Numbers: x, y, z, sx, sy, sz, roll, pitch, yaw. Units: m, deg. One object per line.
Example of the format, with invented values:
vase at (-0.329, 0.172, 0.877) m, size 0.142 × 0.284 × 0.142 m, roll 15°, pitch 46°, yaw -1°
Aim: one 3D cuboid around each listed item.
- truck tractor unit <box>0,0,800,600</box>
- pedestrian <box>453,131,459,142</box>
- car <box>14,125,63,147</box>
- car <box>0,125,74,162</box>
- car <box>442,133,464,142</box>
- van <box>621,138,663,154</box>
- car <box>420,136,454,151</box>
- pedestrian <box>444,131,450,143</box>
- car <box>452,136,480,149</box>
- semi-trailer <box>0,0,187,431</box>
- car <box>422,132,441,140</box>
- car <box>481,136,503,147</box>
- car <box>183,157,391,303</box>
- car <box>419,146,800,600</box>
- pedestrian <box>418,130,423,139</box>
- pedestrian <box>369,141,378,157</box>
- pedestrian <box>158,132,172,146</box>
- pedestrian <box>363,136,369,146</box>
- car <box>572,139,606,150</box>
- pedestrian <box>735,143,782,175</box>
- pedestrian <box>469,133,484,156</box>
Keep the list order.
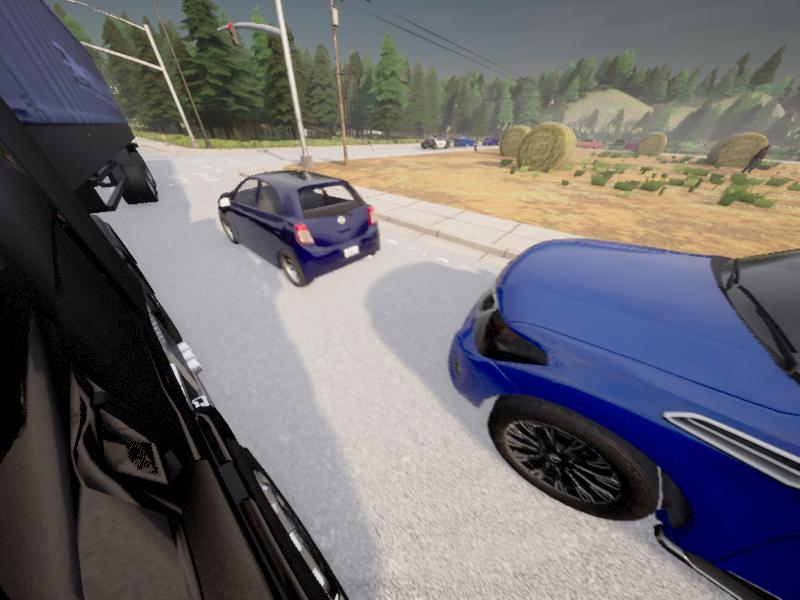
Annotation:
truck tractor unit at (-2.645, -0.295, 0.351) m, size 6.516 × 4.208 × 3.053 m, roll 28°, pitch 44°, yaw 30°
pedestrian at (12.517, -36.372, 51.371) m, size 0.751 × 1.860 × 0.751 m, roll -26°, pitch 45°, yaw -32°
car at (-32.895, -15.005, 21.107) m, size 4.193 × 1.474 × 1.816 m, roll 28°, pitch 44°, yaw 30°
car at (-23.473, -10.151, 14.836) m, size 4.611 × 1.667 × 2.242 m, roll 28°, pitch 44°, yaw 30°
car at (12.920, -39.764, 56.543) m, size 2.007 × 1.525 × 4.514 m, roll -29°, pitch 47°, yaw -35°
van at (40.945, -26.228, 39.179) m, size 4.442 × 1.987 × 1.775 m, roll 31°, pitch 45°, yaw 33°
car at (5.065, -21.492, 31.592) m, size 2.038 × 1.542 × 4.974 m, roll 28°, pitch 44°, yaw 31°
pedestrian at (8.937, -30.916, 43.908) m, size 0.751 × 1.860 × 0.751 m, roll 24°, pitch 42°, yaw 27°
car at (10.563, -25.126, 36.738) m, size 1.882 × 1.535 × 5.008 m, roll 28°, pitch 44°, yaw 31°
semi-trailer at (-8.021, -3.951, 4.850) m, size 2.717 × 4.402 × 14.254 m, roll -26°, pitch 45°, yaw -32°
car at (8.119, -42.621, 60.178) m, size 4.514 × 1.525 × 2.007 m, roll 30°, pitch 45°, yaw 33°
car at (17.150, -29.478, 42.921) m, size 2.007 × 1.525 × 4.514 m, roll 28°, pitch 44°, yaw 31°
car at (-2.157, -1.690, 4.498) m, size 3.633 × 1.501 × 1.845 m, roll 28°, pitch 43°, yaw 30°
car at (3.030, 0.822, 0.920) m, size 5.566 × 2.045 × 2.150 m, roll 28°, pitch 44°, yaw 30°
pedestrian at (5.042, -40.857, 57.080) m, size 0.751 × 1.860 × 0.751 m, roll -27°, pitch 45°, yaw -33°
pedestrian at (-2.291, -13.116, 20.021) m, size 0.500 × 1.100 × 0.500 m, roll 27°, pitch 43°, yaw 30°
pedestrian at (-22.790, -15.593, 22.380) m, size 0.500 × 1.100 × 0.500 m, roll -28°, pitch 46°, yaw -34°
pedestrian at (-4.656, -21.824, 31.660) m, size 0.500 × 1.100 × 0.500 m, roll 14°, pitch 38°, yaw 16°
car at (35.482, -29.288, 43.444) m, size 4.514 × 1.525 × 2.007 m, roll 31°, pitch 45°, yaw 33°
pedestrian at (25.450, -10.039, 16.450) m, size 0.751 × 1.860 × 0.751 m, roll -5°, pitch 37°, yaw -10°
pedestrian at (7.637, -15.522, 23.050) m, size 0.751 × 1.860 × 0.751 m, roll -25°, pitch 44°, yaw -32°
